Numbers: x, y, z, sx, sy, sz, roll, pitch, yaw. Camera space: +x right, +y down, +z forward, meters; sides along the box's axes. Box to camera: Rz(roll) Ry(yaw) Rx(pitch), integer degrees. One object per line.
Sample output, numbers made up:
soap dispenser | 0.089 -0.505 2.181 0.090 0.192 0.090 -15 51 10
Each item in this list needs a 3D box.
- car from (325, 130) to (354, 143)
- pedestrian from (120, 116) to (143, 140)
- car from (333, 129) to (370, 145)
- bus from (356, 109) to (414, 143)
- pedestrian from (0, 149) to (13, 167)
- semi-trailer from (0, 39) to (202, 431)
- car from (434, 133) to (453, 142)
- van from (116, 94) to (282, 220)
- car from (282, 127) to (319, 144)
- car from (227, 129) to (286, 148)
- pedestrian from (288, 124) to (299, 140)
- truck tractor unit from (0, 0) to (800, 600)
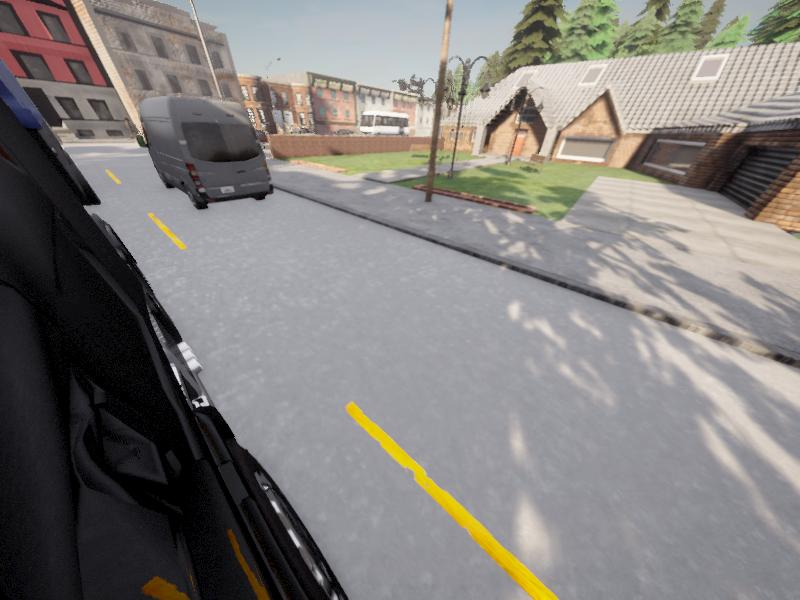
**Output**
car | -9.109 -24.776 34.991 1.845 1.501 3.633 28 44 30
pedestrian | -27.210 -17.384 23.394 0.751 1.860 0.751 32 45 33
car | -6.656 -22.810 32.402 2.242 1.667 4.611 29 44 30
bus | -2.345 -30.277 40.536 3.944 4.253 10.273 28 44 30
pedestrian | -18.636 -6.974 10.183 0.751 1.860 0.751 28 43 30
semi-trailer | -8.719 -3.591 4.207 14.254 4.402 2.717 28 43 30
car | 10.152 -37.775 53.646 1.801 1.575 5.366 28 44 30
van | -6.634 -4.838 7.589 5.915 2.561 1.988 29 44 31
car | -13.219 -22.037 30.985 1.851 1.617 3.988 28 44 30
car | -14.958 -17.072 24.351 1.812 1.442 4.674 28 44 30
pedestrian | -15.833 -24.952 34.291 0.751 1.860 0.751 24 42 26
truck tractor unit | -2.645 -0.295 0.351 6.516 4.208 3.053 28 44 30
